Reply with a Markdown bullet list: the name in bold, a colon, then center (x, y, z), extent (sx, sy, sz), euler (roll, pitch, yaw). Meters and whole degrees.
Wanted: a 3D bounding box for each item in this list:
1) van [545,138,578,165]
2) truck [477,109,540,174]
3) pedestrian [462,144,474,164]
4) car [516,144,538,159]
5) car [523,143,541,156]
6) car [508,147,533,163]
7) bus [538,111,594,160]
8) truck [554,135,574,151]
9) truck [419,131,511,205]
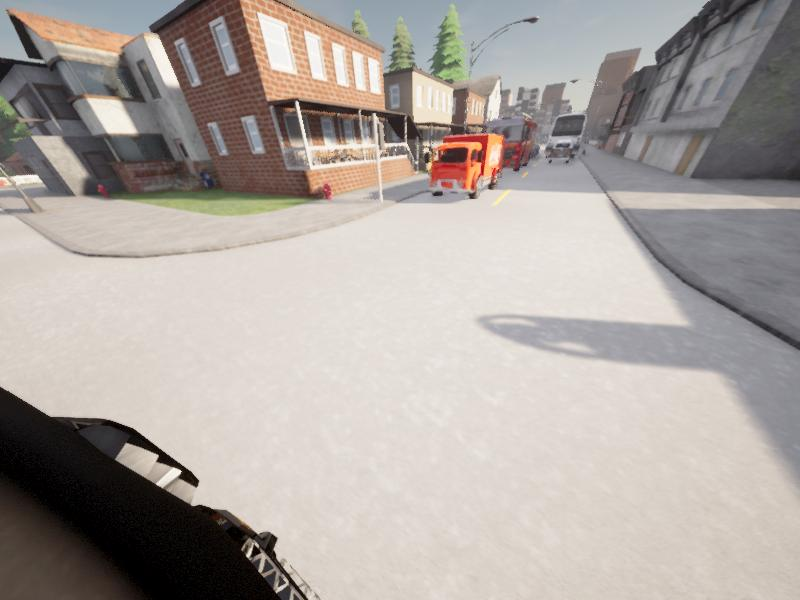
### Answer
- **van**: center (16.345, -15.092, 23.413), extent (2.069, 2.038, 4.480), euler (16, 38, 26)
- **truck**: center (9.579, -13.514, 19.972), extent (2.891, 3.827, 8.468), euler (16, 38, 27)
- **pedestrian**: center (7.830, -16.843, 26.625), extent (0.751, 1.860, 0.751), euler (-27, 41, -32)
- **car**: center (17.645, -20.606, 32.016), extent (1.882, 1.535, 5.008), euler (16, 38, 26)
- **car**: center (21.160, -24.098, 37.008), extent (1.837, 1.490, 4.892), euler (16, 38, 26)
- **car**: center (14.376, -17.274, 27.437), extent (1.994, 1.385, 4.181), euler (15, 38, 25)
- **bus**: center (20.751, -20.588, 29.303), extent (3.944, 4.253, 10.273), euler (16, 38, 26)
- **truck**: center (33.332, -32.101, 47.161), extent (2.627, 2.467, 5.204), euler (15, 38, 25)
- **truck**: center (3.295, -6.574, 11.305), extent (2.627, 2.467, 5.204), euler (17, 38, 27)
